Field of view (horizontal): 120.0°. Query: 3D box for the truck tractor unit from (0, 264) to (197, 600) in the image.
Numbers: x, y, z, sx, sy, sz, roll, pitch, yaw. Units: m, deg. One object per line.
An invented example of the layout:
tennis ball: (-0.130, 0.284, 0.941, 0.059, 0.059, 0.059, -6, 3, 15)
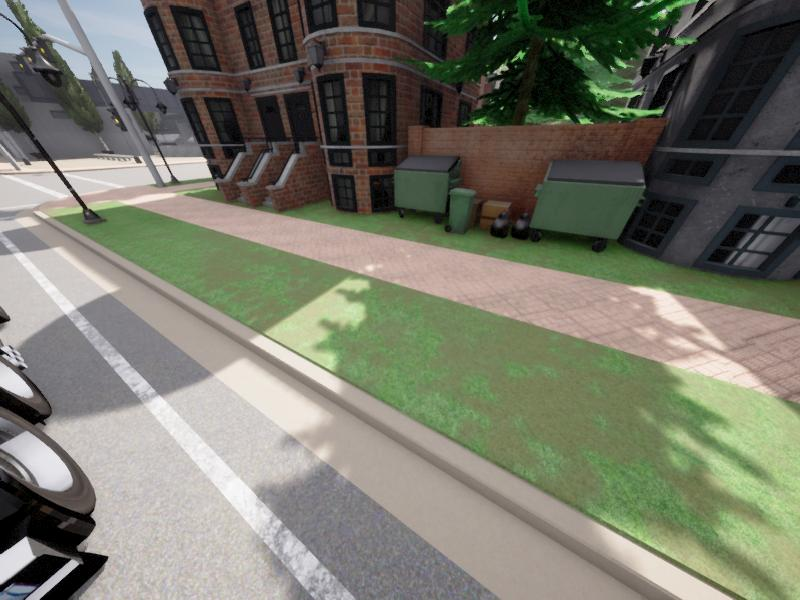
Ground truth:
truck tractor unit: (-5.113, -0.298, 0.782, 6.516, 4.208, 3.053, 18, 39, 24)

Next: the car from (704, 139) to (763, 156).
car: (51.702, -23.917, 36.081, 2.150, 2.045, 5.566, 10, 36, 14)

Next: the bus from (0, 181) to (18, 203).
bus: (-22.264, -4.470, 6.849, 3.944, 4.253, 10.273, 19, 39, 25)
